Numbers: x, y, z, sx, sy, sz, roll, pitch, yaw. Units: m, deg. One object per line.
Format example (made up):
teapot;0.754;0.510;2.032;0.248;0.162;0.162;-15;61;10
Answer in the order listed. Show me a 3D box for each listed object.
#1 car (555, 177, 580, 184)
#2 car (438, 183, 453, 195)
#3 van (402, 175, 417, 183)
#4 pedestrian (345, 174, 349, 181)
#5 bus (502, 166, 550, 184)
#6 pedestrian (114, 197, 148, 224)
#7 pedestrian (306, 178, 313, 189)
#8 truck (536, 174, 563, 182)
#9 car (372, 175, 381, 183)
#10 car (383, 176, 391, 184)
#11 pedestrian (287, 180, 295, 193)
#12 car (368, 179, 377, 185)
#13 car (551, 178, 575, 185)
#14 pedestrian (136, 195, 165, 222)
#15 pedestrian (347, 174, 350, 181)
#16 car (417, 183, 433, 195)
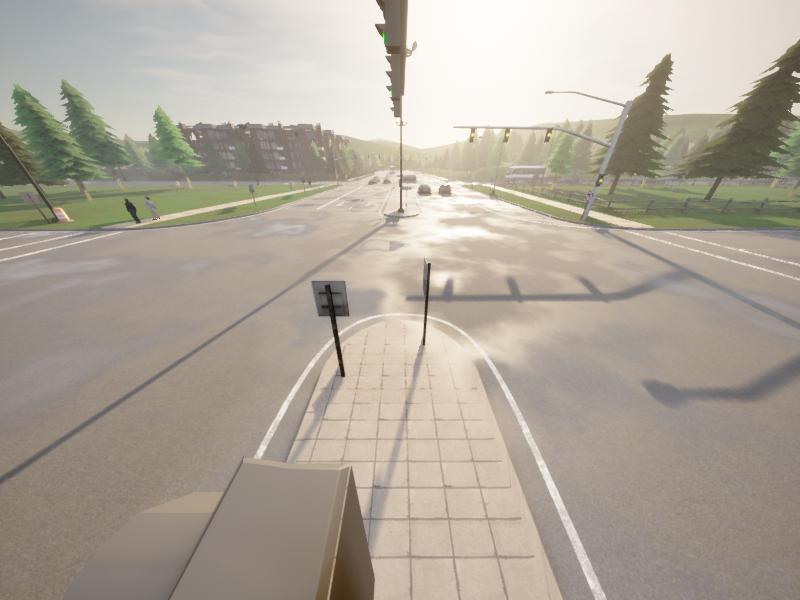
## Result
car;46.479;-33.325;64.185;5.238;1.638;1.930;0;30;0
car;7.773;-19.337;40.038;1.851;1.617;3.988;0;30;0
van;2.671;-35.216;67.114;4.442;1.987;1.775;0;30;0
pedestrian;-17.158;-39.509;74.324;0.751;1.860;0.751;4;30;6
bus;34.340;-34.393;63.423;10.273;4.253;3.944;0;30;0
pedestrian;-20.618;-6.856;17.768;0.751;1.860;0.751;-2;30;-3
pedestrian;-18.040;-23.294;46.238;0.751;1.860;0.751;2;30;3
truck;45.217;-37.025;70.131;6.274;2.098;2.390;0;30;0
car;-7.012;-35.750;68.238;2.097;1.767;4.553;0;30;0
car;-3.559;-32.339;62.248;1.905;1.878;3.866;0;30;0
pedestrian;-18.752;-19.568;39.786;0.751;1.860;0.751;2;30;4
car;-7.080;-30.439;59.521;1.895;1.301;4.718;0;30;0
car;43.159;-31.493;61.199;4.514;1.525;2.007;0;30;0
pedestrian;-20.269;-7.458;18.811;0.751;1.860;0.751;12;32;20
pedestrian;-16.556;-39.520;74.337;0.751;1.860;0.751;3;30;5
car;4.272;-19.403;40.234;2.163;1.488;4.792;0;30;0
